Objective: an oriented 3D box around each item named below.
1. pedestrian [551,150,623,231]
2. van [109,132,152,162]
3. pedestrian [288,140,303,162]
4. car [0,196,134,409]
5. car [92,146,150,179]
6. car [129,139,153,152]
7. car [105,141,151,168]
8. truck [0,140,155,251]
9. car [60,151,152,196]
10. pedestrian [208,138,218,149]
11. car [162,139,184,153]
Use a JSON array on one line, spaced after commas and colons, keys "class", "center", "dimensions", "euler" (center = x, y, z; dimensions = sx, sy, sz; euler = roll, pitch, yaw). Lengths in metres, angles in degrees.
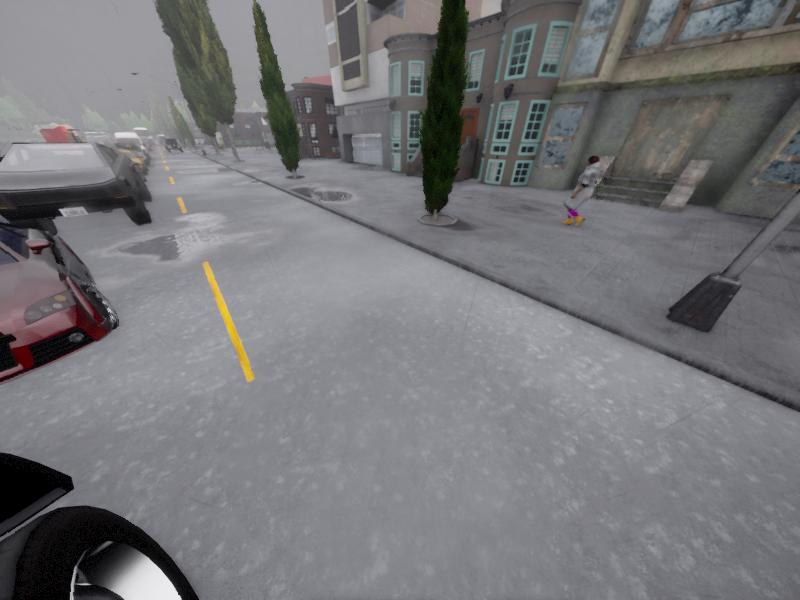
[{"class": "pedestrian", "center": [5.070, -3.000, 6.356], "dimensions": [0.751, 1.860, 0.751], "euler": [-27, 43, -33]}, {"class": "van", "center": [-29.626, -17.016, 25.622], "dimensions": [1.988, 2.561, 5.915], "euler": [-27, 43, -32]}, {"class": "pedestrian", "center": [-10.615, -15.216, 23.554], "dimensions": [0.751, 1.860, 0.751], "euler": [-30, 45, -35]}, {"class": "car", "center": [-5.710, -0.179, 2.967], "dimensions": [4.181, 1.385, 1.994], "euler": [23, 41, 30]}, {"class": "car", "center": [-19.517, -9.878, 16.408], "dimensions": [1.801, 1.575, 5.366], "euler": [-27, 43, -32]}, {"class": "car", "center": [-44.159, -26.418, 39.497], "dimensions": [2.097, 1.767, 4.553], "euler": [-27, 43, -32]}, {"class": "car", "center": [-24.685, -13.450, 21.176], "dimensions": [1.932, 1.855, 4.605], "euler": [-27, 43, -32]}, {"class": "truck", "center": [-10.170, -3.846, 7.476], "dimensions": [2.390, 2.098, 6.274], "euler": [-27, 43, -32]}, {"class": "car", "center": [-14.936, -6.789, 12.122], "dimensions": [2.128, 1.511, 4.902], "euler": [-27, 43, -32]}, {"class": "pedestrian", "center": [-36.777, -30.803, 45.469], "dimensions": [0.751, 1.860, 0.751], "euler": [26, 43, 31]}, {"class": "car", "center": [-38.818, -26.416, 39.435], "dimensions": [1.905, 1.878, 3.866], "euler": [-27, 43, -32]}]
